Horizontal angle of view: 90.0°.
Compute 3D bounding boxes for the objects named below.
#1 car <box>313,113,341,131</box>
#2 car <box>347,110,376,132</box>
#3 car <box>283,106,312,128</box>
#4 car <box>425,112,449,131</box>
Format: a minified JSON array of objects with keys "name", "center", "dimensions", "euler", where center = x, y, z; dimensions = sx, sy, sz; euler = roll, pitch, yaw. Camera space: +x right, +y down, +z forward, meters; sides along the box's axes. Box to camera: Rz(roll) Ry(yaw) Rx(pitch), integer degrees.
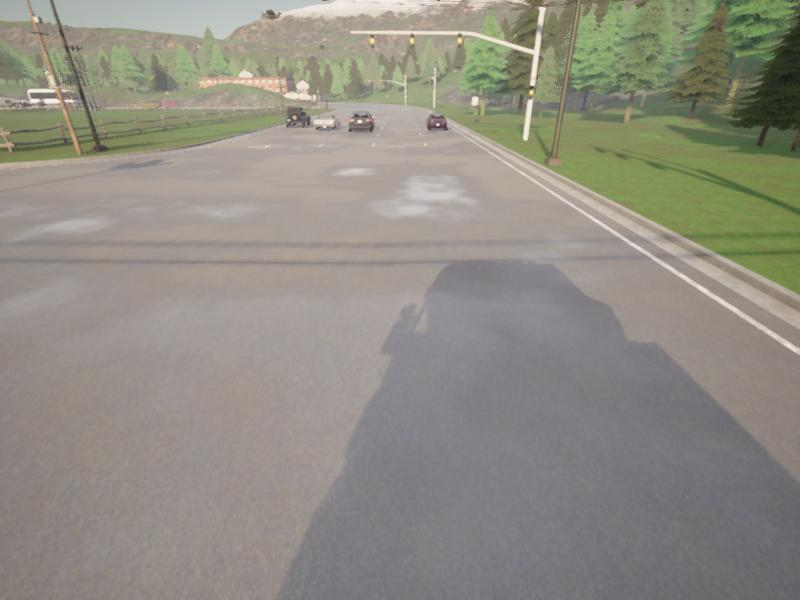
[{"name":"car","center":[-7.052,-17.467,39.183],"dimensions":[1.895,1.301,4.718],"euler":[0,27,0]},{"name":"car","center":[-3.551,-16.797,37.446],"dimensions":[2.242,1.667,4.611],"euler":[0,27,0]},{"name":"car","center":[-10.555,-18.951,41.440],"dimensions":[1.905,1.878,3.866],"euler":[0,27,0]},{"name":"car","center":[3.448,-16.961,37.927],"dimensions":[1.816,1.474,4.193],"euler":[0,27,0]}]
